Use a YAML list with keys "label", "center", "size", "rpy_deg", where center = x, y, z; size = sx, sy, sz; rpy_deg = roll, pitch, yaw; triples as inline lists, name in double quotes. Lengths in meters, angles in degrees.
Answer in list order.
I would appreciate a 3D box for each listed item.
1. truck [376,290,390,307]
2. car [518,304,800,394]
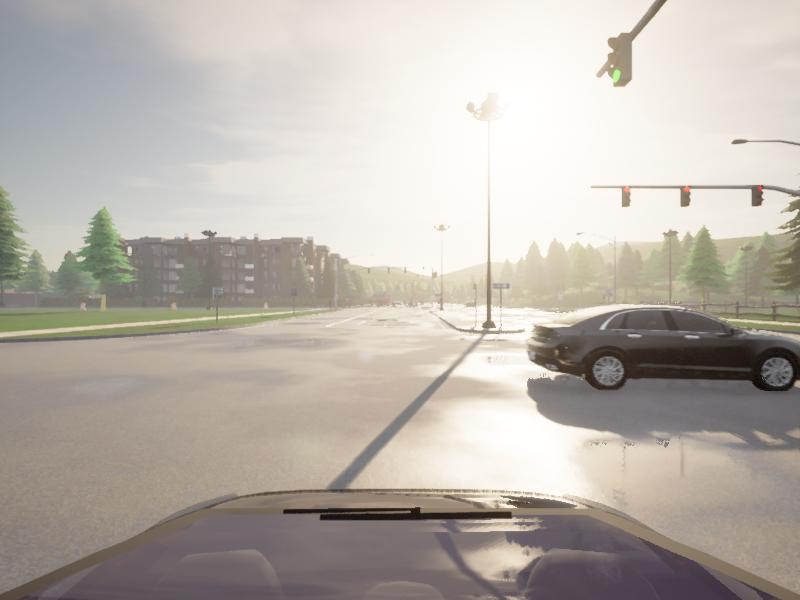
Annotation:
- label: "truck"
  center: [-4.019, -0.309, 97.032]
  size: [2.891, 3.827, 8.468]
  rpy_deg: [0, 0, 1]
- label: "car"
  center: [5.007, 0.845, 7.781]
  size: [4.892, 1.490, 1.837]
  rpy_deg: [0, 0, 1]
